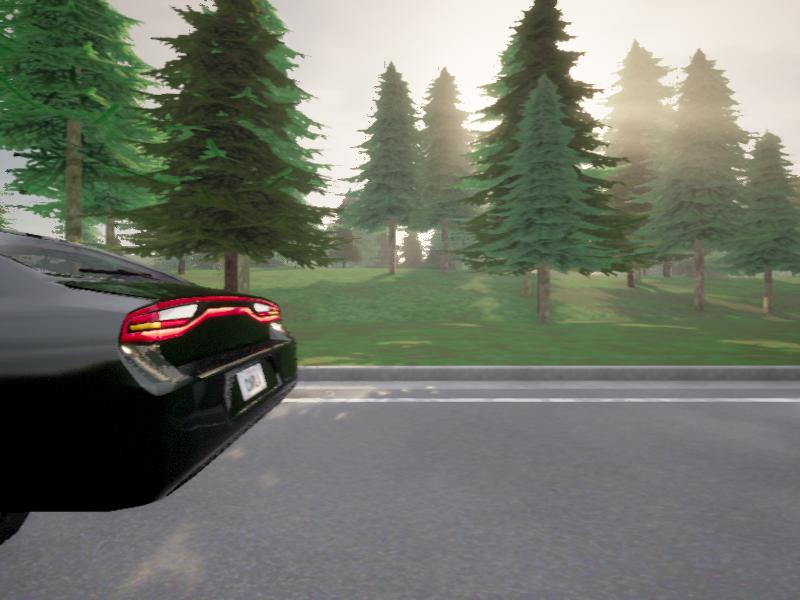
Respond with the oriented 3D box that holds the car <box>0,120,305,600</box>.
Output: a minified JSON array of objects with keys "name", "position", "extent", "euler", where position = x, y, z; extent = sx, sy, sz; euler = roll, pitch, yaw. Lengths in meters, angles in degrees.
[{"name":"car","position":[-3.251,0.232,2.202],"extent":[4.974,1.542,2.038],"euler":[0,0,0]}]
